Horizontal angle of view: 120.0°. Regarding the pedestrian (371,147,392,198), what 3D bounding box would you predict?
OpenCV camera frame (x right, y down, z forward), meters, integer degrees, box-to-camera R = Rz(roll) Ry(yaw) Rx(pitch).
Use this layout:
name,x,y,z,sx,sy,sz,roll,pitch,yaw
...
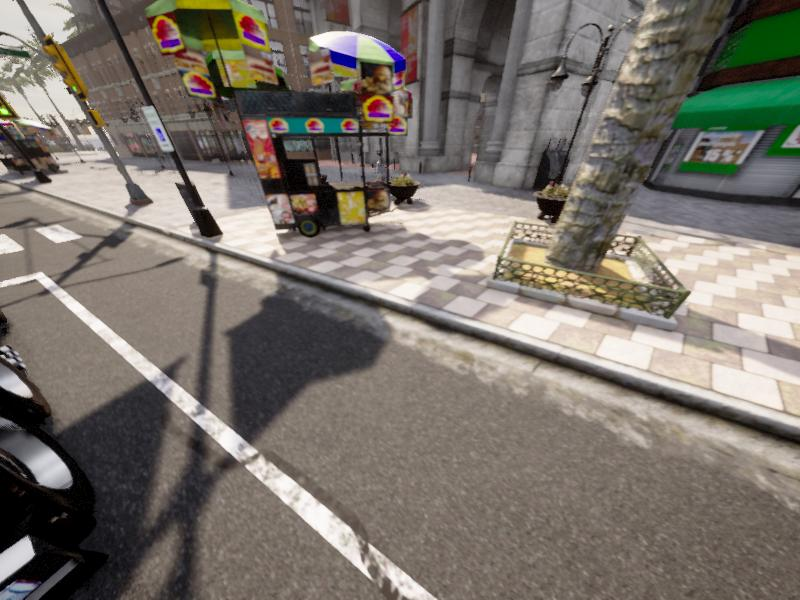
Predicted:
name,x,y,z,sx,sy,sz,roll,pitch,yaw
pedestrian,-0.782,-5.542,10.042,0.751,1.860,0.751,-6,35,-8

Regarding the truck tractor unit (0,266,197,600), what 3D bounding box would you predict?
name,x,y,z,sx,sy,sz,roll,pitch,yaw
truck tractor unit,-5.116,-0.295,0.774,6.516,4.208,3.053,18,39,24
